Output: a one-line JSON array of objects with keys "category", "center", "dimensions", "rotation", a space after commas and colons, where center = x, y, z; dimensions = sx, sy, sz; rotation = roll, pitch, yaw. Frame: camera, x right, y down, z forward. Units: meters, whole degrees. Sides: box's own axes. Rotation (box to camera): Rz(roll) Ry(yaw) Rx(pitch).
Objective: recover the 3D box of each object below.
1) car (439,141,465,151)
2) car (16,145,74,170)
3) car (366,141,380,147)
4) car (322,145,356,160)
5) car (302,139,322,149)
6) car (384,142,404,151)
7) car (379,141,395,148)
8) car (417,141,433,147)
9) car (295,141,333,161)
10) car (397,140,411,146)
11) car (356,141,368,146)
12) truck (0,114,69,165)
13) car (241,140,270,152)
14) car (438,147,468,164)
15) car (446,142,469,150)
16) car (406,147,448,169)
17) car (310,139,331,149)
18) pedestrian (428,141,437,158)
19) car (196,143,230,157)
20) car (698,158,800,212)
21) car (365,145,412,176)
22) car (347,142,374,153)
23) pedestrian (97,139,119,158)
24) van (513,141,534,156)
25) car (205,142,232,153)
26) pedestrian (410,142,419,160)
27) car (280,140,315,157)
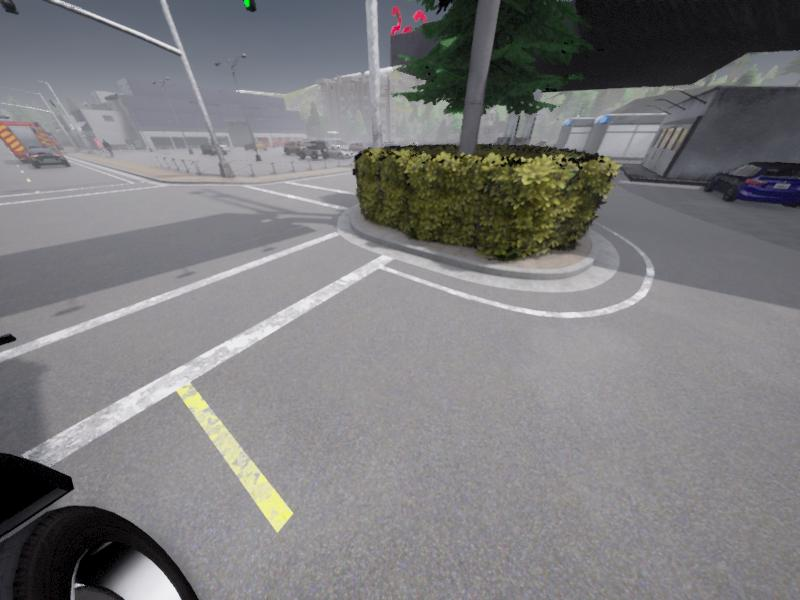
[{"category": "car", "center": [11.796, -34.943, 52.413], "dimensions": [5.027, 1.636, 2.152], "rotation": [22, 40, 28]}, {"category": "car", "center": [-31.396, -12.670, 20.418], "dimensions": [4.974, 1.542, 2.038], "rotation": [22, 41, 28]}, {"category": "car", "center": [-7.824, -45.017, 66.691], "dimensions": [3.633, 1.501, 1.845], "rotation": [22, 40, 28]}, {"category": "car", "center": [-7.740, -18.783, 29.374], "dimensions": [3.806, 1.475, 1.970], "rotation": [22, 40, 28]}, {"category": "car", "center": [-19.878, -35.058, 51.944], "dimensions": [3.866, 1.878, 1.905], "rotation": [22, 40, 28]}, {"category": "car", "center": [-1.271, -31.920, 48.017], "dimensions": [3.633, 1.501, 1.845], "rotation": [22, 40, 28]}, {"category": "car", "center": [-3.437, -41.149, 61.237], "dimensions": [3.806, 1.475, 1.970], "rotation": [22, 40, 28]}, {"category": "car", "center": [8.140, -50.754, 75.178], "dimensions": [4.792, 1.488, 2.163], "rotation": [22, 40, 27]}, {"category": "car", "center": [-10.140, -17.654, 27.260], "dimensions": [3.866, 1.878, 1.905], "rotation": [22, 40, 28]}, {"category": "car", "center": [1.394, -53.583, 78.813], "dimensions": [4.605, 1.855, 1.932], "rotation": [22, 40, 27]}, {"category": "car", "center": [-13.752, -57.542, 84.662], "dimensions": [1.816, 1.474, 4.193], "rotation": [22, 41, 28]}, {"category": "truck", "center": [-38.692, -16.575, 23.933], "dimensions": [8.468, 3.827, 2.891], "rotation": [22, 41, 28]}, {"category": "car", "center": [-27.190, -28.976, 43.386], "dimensions": [5.027, 1.636, 2.152], "rotation": [22, 40, 28]}, {"category": "car", "center": [6.505, -17.581, 28.009], "dimensions": [1.970, 1.475, 3.806], "rotation": [22, 41, 28]}, {"category": "car", "center": [13.546, -36.429, 54.552], "dimensions": [4.514, 1.523, 2.007], "rotation": [22, 40, 28]}, {"category": "car", "center": [2.862, -14.679, 23.732], "dimensions": [2.033, 1.649, 4.856], "rotation": [22, 41, 28]}, {"category": "car", "center": [-18.556, -36.545, 54.101], "dimensions": [4.605, 1.855, 1.932], "rotation": [22, 40, 28]}, {"category": "pedestrian", "center": [4.408, -20.408, 31.375], "dimensions": [0.751, 1.860, 0.751], "rotation": [21, 40, 27]}, {"category": "car", "center": [-26.901, -21.674, 33.258], "dimensions": [4.514, 1.523, 2.007], "rotation": [22, 40, 28]}, {"category": "car", "center": [17.447, -5.808, 11.287], "dimensions": [2.242, 1.667, 4.611], "rotation": [22, 40, 28]}, {"category": "car", "center": [-0.858, -11.764, 19.336], "dimensions": [1.905, 1.878, 3.866], "rotation": [22, 41, 28]}, {"category": "car", "center": [-7.016, -27.250, 41.305], "dimensions": [4.514, 1.523, 2.007], "rotation": [22, 40, 28]}, {"category": "pedestrian", "center": [-34.257, -17.803, 27.137], "dimensions": [0.751, 1.860, 0.751], "rotation": [-23, 41, -29]}, {"category": "van", "center": [21.718, -26.681, 40.552], "dimensions": [2.069, 2.038, 4.480], "rotation": [22, 41, 28]}, {"category": "car", "center": [-30.592, -25.785, 38.966], "dimensions": [3.806, 1.475, 1.970], "rotation": [22, 40, 28]}, {"category": "pedestrian", "center": [1.704, -18.125, 28.114], "dimensions": [0.751, 1.860, 0.751], "rotation": [21, 40, 27]}, {"category": "car", "center": [-14.718, -21.789, 33.146], "dimensions": [4.605, 1.855, 1.932], "rotation": [22, 40, 28]}]
